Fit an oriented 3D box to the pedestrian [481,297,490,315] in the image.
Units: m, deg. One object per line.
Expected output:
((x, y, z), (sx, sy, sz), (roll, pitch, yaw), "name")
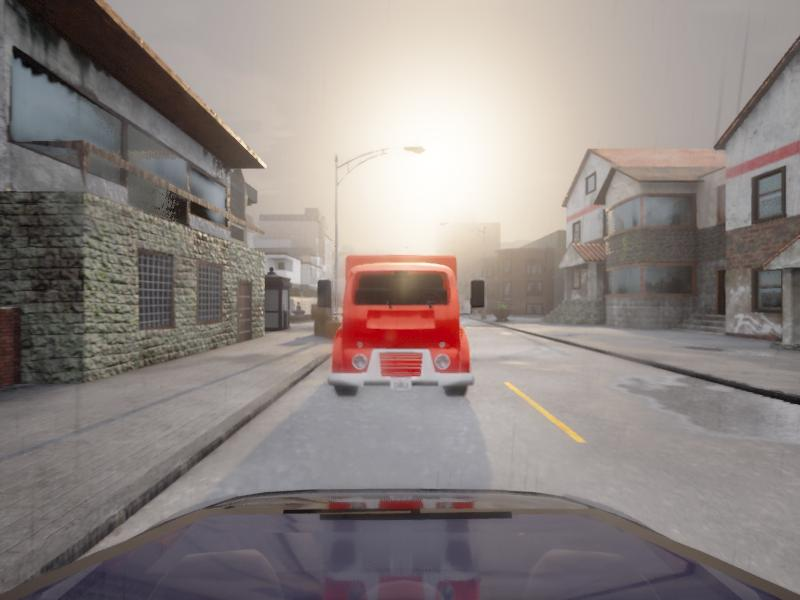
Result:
((8.775, 0.601, 41.127), (0.751, 1.860, 0.751), (0, 0, 0), "pedestrian")

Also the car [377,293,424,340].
((0.034, 0.678, 18.081), (1.905, 1.878, 3.866), (0, 0, 0), "car")

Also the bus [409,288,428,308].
((4.050, -0.392, 90.594), (3.944, 4.253, 10.273), (0, 0, 0), "bus")

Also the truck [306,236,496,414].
((0.016, 0.384, 8.144), (2.627, 2.467, 5.204), (0, -1, 0), "truck")
